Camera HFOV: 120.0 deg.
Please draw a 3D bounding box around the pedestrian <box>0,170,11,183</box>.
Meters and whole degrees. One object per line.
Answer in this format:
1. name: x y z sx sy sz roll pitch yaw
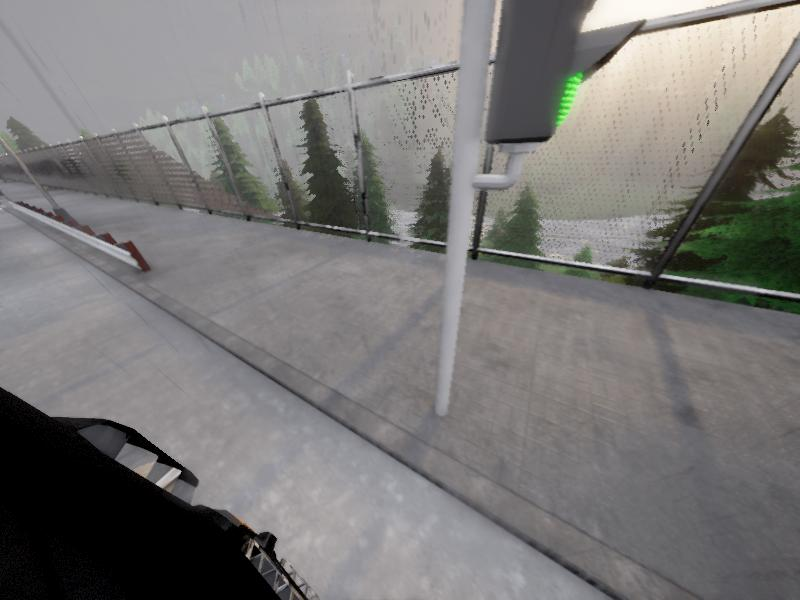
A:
1. pedestrian: -58.768 -18.267 33.918 0.751 1.860 0.751 15 37 24
